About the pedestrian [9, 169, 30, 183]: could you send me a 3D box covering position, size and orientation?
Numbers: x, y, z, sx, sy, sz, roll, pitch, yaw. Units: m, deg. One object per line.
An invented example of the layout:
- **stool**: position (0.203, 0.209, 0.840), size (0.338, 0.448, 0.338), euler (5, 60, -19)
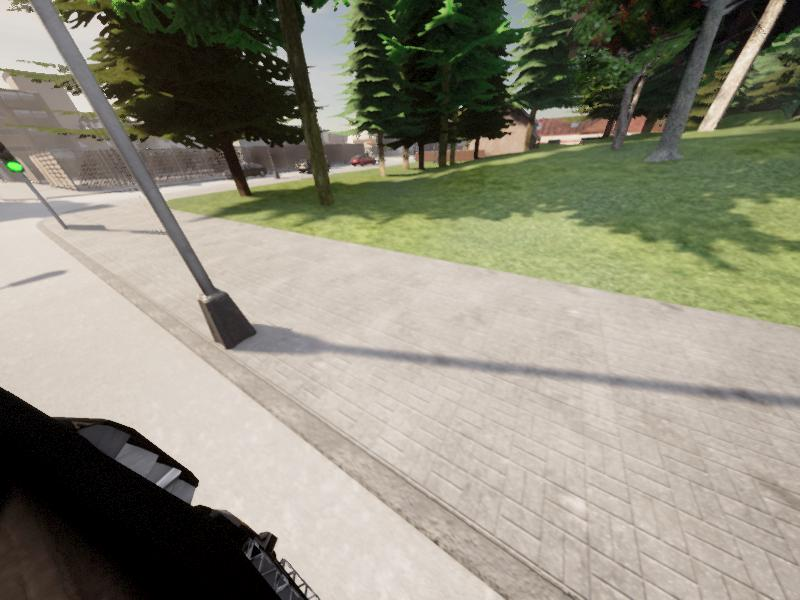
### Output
- **pedestrian**: position (-58.481, -19.057, 35.555), size (0.751, 1.860, 0.751), euler (12, 36, 22)

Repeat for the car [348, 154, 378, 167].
- **car**: position (-5.656, -21.636, 35.757), size (2.007, 1.525, 4.514), euler (16, 38, 26)

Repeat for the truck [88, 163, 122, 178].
- **truck**: position (-49.739, -21.812, 38.969), size (4.478, 2.038, 2.069), euler (17, 38, 27)

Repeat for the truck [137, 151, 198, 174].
- **truck**: position (-52.027, -31.110, 52.101), size (2.891, 3.827, 8.468), euler (17, 38, 27)

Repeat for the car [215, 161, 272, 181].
- **car**: position (-17.645, -14.725, 26.298), size (1.837, 1.490, 4.892), euler (16, 38, 27)

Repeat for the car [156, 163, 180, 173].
- **car**: position (-45.469, -25.909, 45.274), size (3.633, 1.501, 1.845), euler (17, 38, 27)

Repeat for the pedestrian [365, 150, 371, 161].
- **pedestrian**: position (-6.716, -30.608, 48.855), size (0.751, 1.860, 0.751), euler (21, 41, 32)

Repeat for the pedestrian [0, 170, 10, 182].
- **pedestrian**: position (-72.511, -22.534, 41.919), size (0.751, 1.860, 0.751), euler (2, 34, 7)

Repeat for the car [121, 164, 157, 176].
- **car**: position (-47.285, -23.586, 41.889), size (1.789, 1.547, 3.705), euler (17, 38, 27)

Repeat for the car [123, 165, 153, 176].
- **car**: position (-47.535, -23.455, 41.842), size (5.357, 1.415, 2.033), euler (17, 38, 27)

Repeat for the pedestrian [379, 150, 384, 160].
- **pedestrian**: position (-4.079, -31.697, 50.490), size (0.751, 1.860, 0.751), euler (13, 37, 23)

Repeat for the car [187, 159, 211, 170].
- **car**: position (-42.035, -28.327, 48.346), size (3.866, 1.878, 1.905), euler (17, 38, 27)

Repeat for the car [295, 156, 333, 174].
- **car**: position (-10.757, -16.987, 29.064), size (1.851, 1.617, 3.988), euler (17, 38, 27)

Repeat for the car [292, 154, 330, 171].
- **car**: position (-12.567, -19.649, 32.988), size (1.932, 1.855, 4.605), euler (16, 38, 26)

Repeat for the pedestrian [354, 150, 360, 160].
- **pedestrian**: position (-9.873, -33.191, 53.012), size (0.751, 1.860, 0.751), euler (8, 35, 16)
